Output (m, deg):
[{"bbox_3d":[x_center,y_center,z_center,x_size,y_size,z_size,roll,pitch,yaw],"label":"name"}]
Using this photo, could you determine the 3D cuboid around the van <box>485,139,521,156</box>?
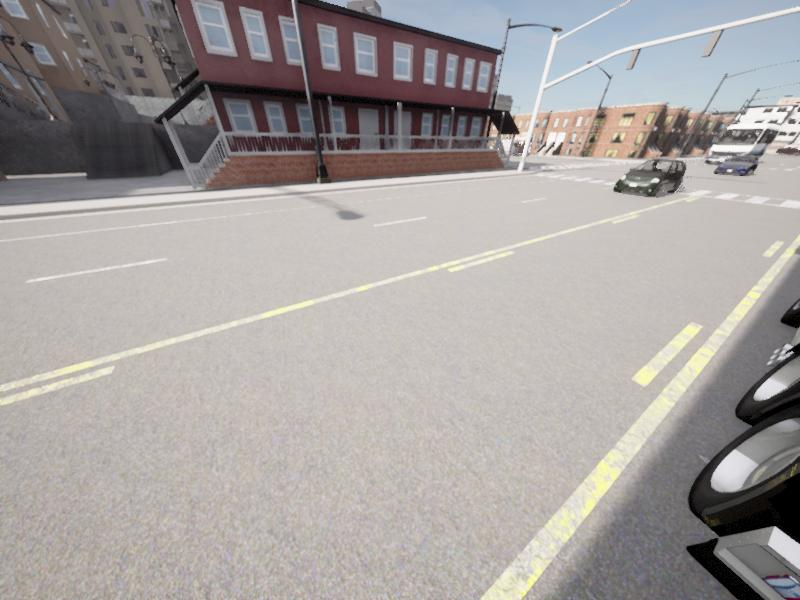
[{"bbox_3d":[19.539,-29.090,44.084,1.988,2.561,5.915,-18,39,-25],"label":"van"}]

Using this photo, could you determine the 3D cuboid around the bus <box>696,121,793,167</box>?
[{"bbox_3d":[43.519,-19.569,29.223,10.273,4.253,3.944,-18,39,-25],"label":"bus"}]

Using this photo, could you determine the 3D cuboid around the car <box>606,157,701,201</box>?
[{"bbox_3d":[13.349,-6.493,12.211,3.988,1.617,1.851,-18,39,-25],"label":"car"}]

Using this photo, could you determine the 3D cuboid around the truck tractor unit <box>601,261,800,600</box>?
[{"bbox_3d":[5.146,-0.260,0.799,6.516,4.208,3.053,-17,40,-25],"label":"truck tractor unit"}]

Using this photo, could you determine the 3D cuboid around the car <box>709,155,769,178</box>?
[{"bbox_3d":[29.140,-11.549,19.865,4.193,1.474,1.816,-18,39,-25],"label":"car"}]
